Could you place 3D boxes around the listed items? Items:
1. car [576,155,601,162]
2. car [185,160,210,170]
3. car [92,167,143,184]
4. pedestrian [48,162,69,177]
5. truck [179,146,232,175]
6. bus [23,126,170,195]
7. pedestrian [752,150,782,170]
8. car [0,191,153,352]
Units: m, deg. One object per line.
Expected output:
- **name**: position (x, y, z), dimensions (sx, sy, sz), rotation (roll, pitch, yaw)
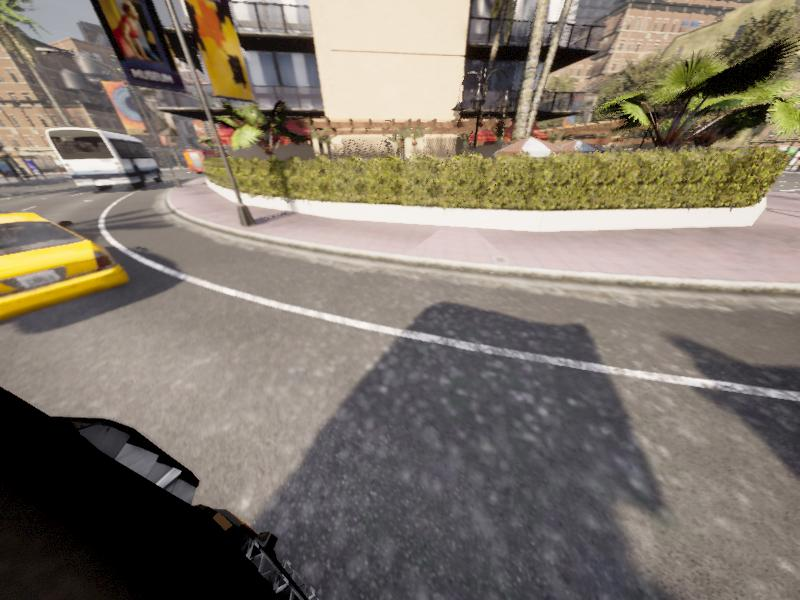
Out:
- **car**: position (48.381, -36.404, 59.294), dimensions (4.674, 1.442, 1.812), rotation (-6, 33, -8)
- **car**: position (-46.278, -30.903, 52.871), dimensions (1.932, 1.855, 4.605), rotation (-6, 33, -7)
- **car**: position (-32.031, -14.260, 26.382), dimensions (1.970, 1.475, 3.806), rotation (-13, 34, -19)
- **pedestrian**: position (-51.138, -19.511, 34.588), dimensions (0.751, 1.860, 0.751), rotation (-8, 33, -11)
- **truck**: position (-33.254, -24.306, 40.182), dimensions (2.891, 3.827, 8.468), rotation (-7, 33, -9)
- **bus**: position (-26.005, -12.717, 21.152), dimensions (3.944, 4.253, 10.273), rotation (-18, 36, -24)
- **pedestrian**: position (40.775, -15.573, 25.678), dimensions (0.751, 1.860, 0.751), rotation (-5, 32, -6)
- **car**: position (-7.487, -0.983, 4.472), dimensions (5.366, 1.575, 1.801), rotation (16, 36, 26)
